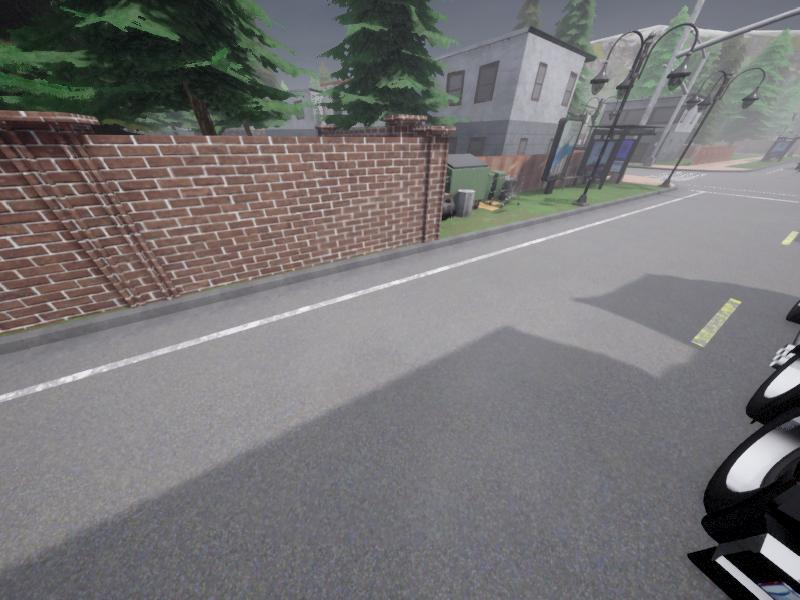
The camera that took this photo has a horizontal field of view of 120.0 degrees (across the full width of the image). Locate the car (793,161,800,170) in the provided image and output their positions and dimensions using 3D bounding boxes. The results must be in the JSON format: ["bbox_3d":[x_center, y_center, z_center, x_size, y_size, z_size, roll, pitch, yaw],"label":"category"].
[{"bbox_3d":[40.925,-13.684,22.154,5.566,2.045,2.150,-18,39,-25],"label":"car"}]

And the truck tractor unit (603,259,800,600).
[{"bbox_3d":[5.101,-0.311,0.793,6.516,4.208,3.053,-19,39,-24],"label":"truck tractor unit"}]

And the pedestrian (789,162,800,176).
[{"bbox_3d":[31.525,-10.386,18.135,0.500,1.100,0.500,-23,41,-30],"label":"pedestrian"}]
